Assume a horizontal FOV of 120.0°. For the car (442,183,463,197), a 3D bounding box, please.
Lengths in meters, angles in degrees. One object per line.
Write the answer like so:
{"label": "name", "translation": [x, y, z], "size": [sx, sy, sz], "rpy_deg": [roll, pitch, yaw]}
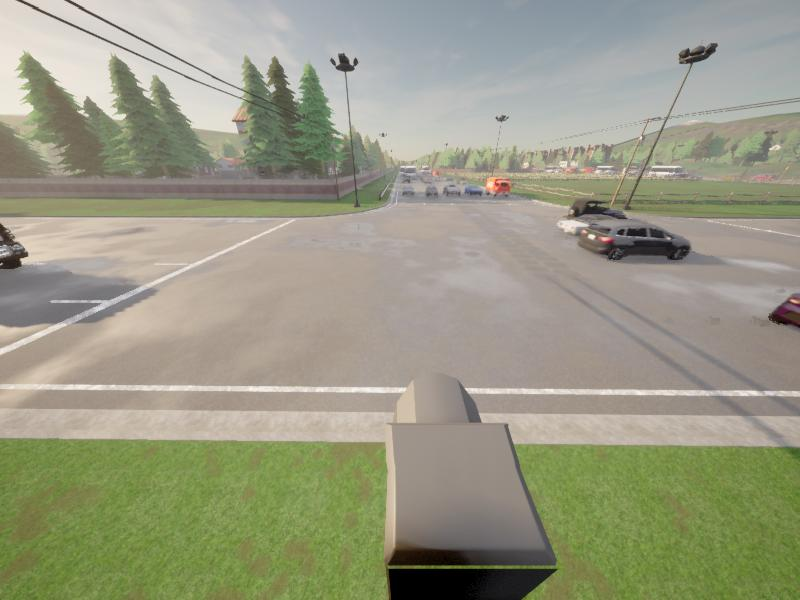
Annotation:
{"label": "car", "translation": [8.315, -17.780, 37.179], "size": [2.152, 1.651, 5.027], "rpy_deg": [0, 30, 0]}

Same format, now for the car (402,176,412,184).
{"label": "car", "translation": [1.799, -32.775, 62.886], "size": [1.905, 1.878, 3.866], "rpy_deg": [-5, 30, -8]}

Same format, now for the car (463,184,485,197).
{"label": "car", "translation": [11.815, -17.729, 37.175], "size": [1.882, 1.535, 5.008], "rpy_deg": [0, 30, 0]}

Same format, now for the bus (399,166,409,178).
{"label": "bus", "translation": [1.732, -54.921, 98.880], "size": [3.944, 4.253, 10.273], "rpy_deg": [0, 30, 0]}

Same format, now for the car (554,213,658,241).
{"label": "car", "translation": [13.053, -4.750, 14.936], "size": [4.718, 1.301, 1.895], "rpy_deg": [0, 30, 1]}

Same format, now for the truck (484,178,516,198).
{"label": "truck", "translation": [15.310, -17.510, 35.866], "size": [2.627, 2.467, 5.204], "rpy_deg": [0, 30, 0]}

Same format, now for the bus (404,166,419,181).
{"label": "bus", "translation": [3.925, -42.790, 77.868], "size": [3.944, 4.253, 10.273], "rpy_deg": [4, 30, 8]}

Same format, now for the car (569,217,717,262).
{"label": "car", "translation": [11.981, -3.167, 11.820], "size": [4.611, 1.667, 2.242], "rpy_deg": [0, 30, 1]}

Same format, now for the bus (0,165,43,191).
{"label": "bus", "translation": [-79.868, -24.218, 45.692], "size": [3.944, 4.253, 10.273], "rpy_deg": [-10, 31, -16]}

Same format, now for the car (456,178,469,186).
{"label": "car", "translation": [15.409, -29.168, 56.999], "size": [2.007, 1.525, 4.514], "rpy_deg": [0, 30, 0]}

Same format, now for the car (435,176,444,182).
{"label": "car", "translation": [11.972, -36.995, 70.605], "size": [1.970, 1.475, 3.806], "rpy_deg": [0, 30, 0]}

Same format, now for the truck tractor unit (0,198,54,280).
{"label": "truck tractor unit", "translation": [-19.523, -2.736, 8.528], "size": [6.516, 4.208, 3.053], "rpy_deg": [1, 30, 2]}

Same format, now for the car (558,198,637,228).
{"label": "car", "translation": [15.028, -6.746, 17.799], "size": [3.866, 1.878, 1.905], "rpy_deg": [0, 30, 1]}

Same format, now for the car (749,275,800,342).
{"label": "car", "translation": [12.613, 0.421, 5.801], "size": [4.193, 1.474, 1.816], "rpy_deg": [0, 30, 1]}

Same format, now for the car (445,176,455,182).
{"label": "car", "translation": [15.478, -37.418, 71.446], "size": [1.994, 1.385, 4.181], "rpy_deg": [0, 30, 0]}

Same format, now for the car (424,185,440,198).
{"label": "car", "translation": [4.804, -16.481, 34.999], "size": [1.789, 1.549, 3.705], "rpy_deg": [0, 30, 0]}

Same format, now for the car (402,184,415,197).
{"label": "car", "translation": [1.315, -17.497, 36.868], "size": [1.812, 1.442, 4.674], "rpy_deg": [0, 30, 0]}

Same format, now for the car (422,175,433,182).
{"label": "car", "translation": [8.166, -36.486, 69.531], "size": [2.242, 1.667, 4.611], "rpy_deg": [-2, 30, -4]}

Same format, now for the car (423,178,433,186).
{"label": "car", "translation": [7.042, -29.724, 58.120], "size": [1.994, 1.385, 4.181], "rpy_deg": [6, 31, 10]}
